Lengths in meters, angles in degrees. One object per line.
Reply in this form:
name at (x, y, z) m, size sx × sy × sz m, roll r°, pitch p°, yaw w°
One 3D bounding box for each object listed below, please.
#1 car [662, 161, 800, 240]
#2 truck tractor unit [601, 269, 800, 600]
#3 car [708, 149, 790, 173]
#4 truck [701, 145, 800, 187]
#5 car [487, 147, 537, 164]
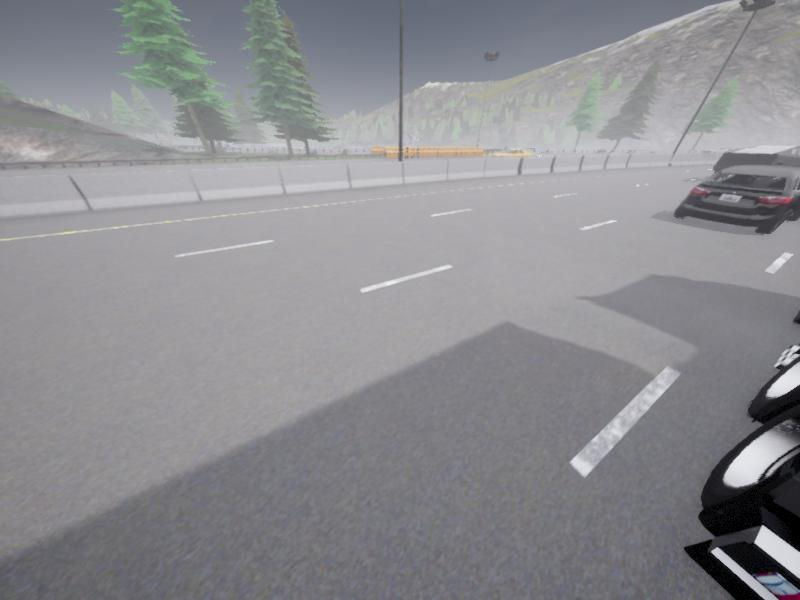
car at (11.853, -3.558, 7.748) m, size 4.611 × 1.667 × 2.242 m, roll -16°, pitch 38°, yaw -22°
truck tractor unit at (5.122, -0.290, 0.769) m, size 6.516 × 4.208 × 3.053 m, roll -18°, pitch 39°, yaw -24°
car at (31.474, -12.630, 20.939) m, size 4.611 × 1.667 × 2.242 m, roll -10°, pitch 36°, yaw -14°
truck at (23.860, -8.944, 15.207) m, size 6.274 × 2.098 × 2.390 m, roll -13°, pitch 37°, yaw -18°
car at (13.191, -17.155, 27.321) m, size 5.366 × 1.575 × 1.801 m, roll -14°, pitch 38°, yaw -19°
